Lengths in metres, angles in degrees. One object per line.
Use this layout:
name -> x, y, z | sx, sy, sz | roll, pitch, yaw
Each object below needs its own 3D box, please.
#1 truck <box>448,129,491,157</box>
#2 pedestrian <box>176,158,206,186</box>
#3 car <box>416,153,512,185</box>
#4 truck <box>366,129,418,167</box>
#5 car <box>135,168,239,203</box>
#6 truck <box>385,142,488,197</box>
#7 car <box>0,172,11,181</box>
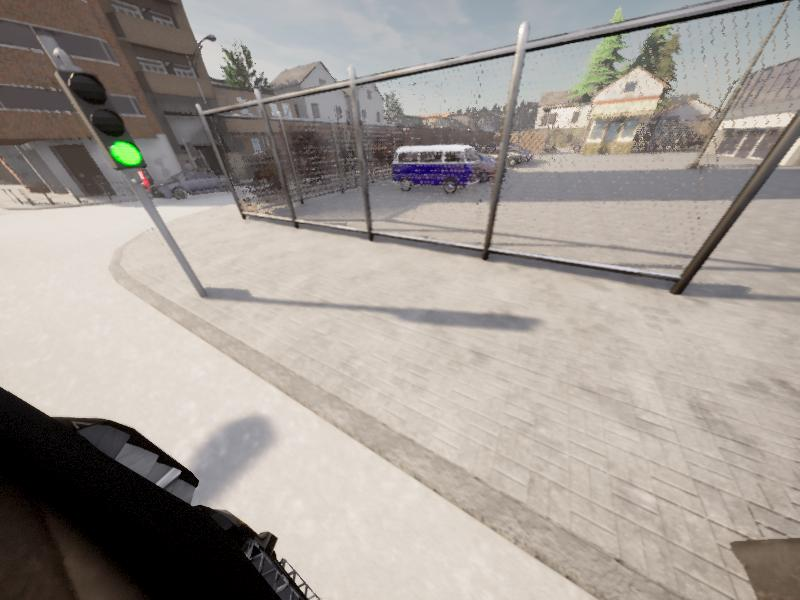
truck -> 12.540, -28.178, 41.530 | 8.468, 3.827, 2.891 | -28, 41, -33
pedestrian -> -16.308, -9.969, 18.053 | 0.751, 1.860, 0.751 | 6, 35, 13
car -> 3.888, -8.358, 14.682 | 5.357, 1.415, 2.033 | 16, 38, 26
truck -> -0.694, -20.855, 31.597 | 2.891, 3.827, 8.468 | 16, 38, 26
car -> -13.025, -7.289, 14.504 | 1.994, 1.385, 4.181 | 14, 37, 23
truck -> 1.752, -6.680, 11.779 | 4.478, 2.038, 2.069 | 16, 38, 26
car -> -71.444, -20.829, 39.459 | 1.895, 1.301, 4.718 | 3, 34, 8
